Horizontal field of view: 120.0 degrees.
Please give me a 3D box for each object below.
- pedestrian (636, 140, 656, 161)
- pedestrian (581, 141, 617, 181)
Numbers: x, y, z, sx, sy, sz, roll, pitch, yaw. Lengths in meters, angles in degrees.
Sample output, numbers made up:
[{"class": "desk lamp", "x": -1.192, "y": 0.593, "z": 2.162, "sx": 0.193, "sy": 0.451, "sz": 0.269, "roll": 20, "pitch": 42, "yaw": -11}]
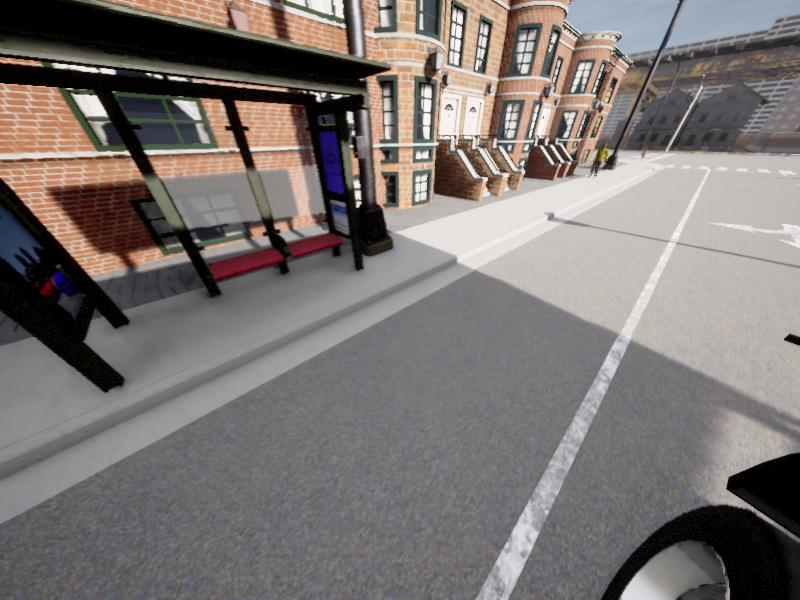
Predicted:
[{"class": "pedestrian", "x": 27.185, "y": -16.525, "z": 25.526, "sx": 0.751, "sy": 1.860, "sz": 0.751, "roll": 29, "pitch": 45, "yaw": 35}, {"class": "pedestrian", "x": 11.293, "y": -7.912, "z": 13.171, "sx": 0.751, "sy": 1.860, "sz": 0.751, "roll": -24, "pitch": 41, "yaw": -30}]
